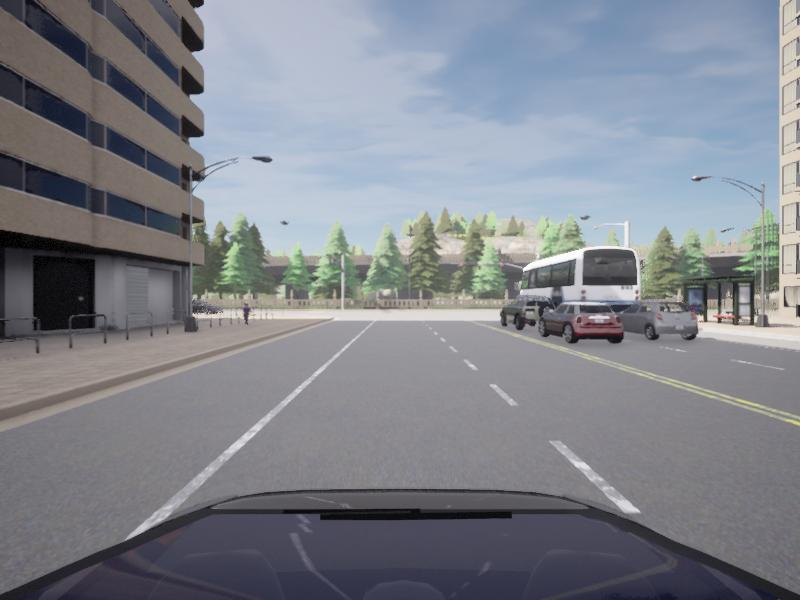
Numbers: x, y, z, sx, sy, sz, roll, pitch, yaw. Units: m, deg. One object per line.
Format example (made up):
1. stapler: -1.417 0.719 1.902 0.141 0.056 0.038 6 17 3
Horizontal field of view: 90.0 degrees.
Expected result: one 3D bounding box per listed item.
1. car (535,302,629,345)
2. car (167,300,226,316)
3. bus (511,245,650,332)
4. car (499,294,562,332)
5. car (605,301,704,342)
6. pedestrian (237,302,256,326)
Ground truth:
1. car: 6.938 0.832 15.730 1.970 1.475 3.806 0 0 0
2. car: -19.898 0.736 39.204 4.892 1.490 1.837 0 0 0
3. bus: 10.288 -0.568 24.800 3.944 4.253 10.273 0 0 0
4. car: 6.921 0.623 21.748 1.932 1.855 4.605 0 0 0
5. car: 10.445 0.804 16.773 1.845 1.501 3.633 0 0 0
6. pedestrian: -8.421 0.737 22.013 0.751 1.300 0.751 0 0 0
